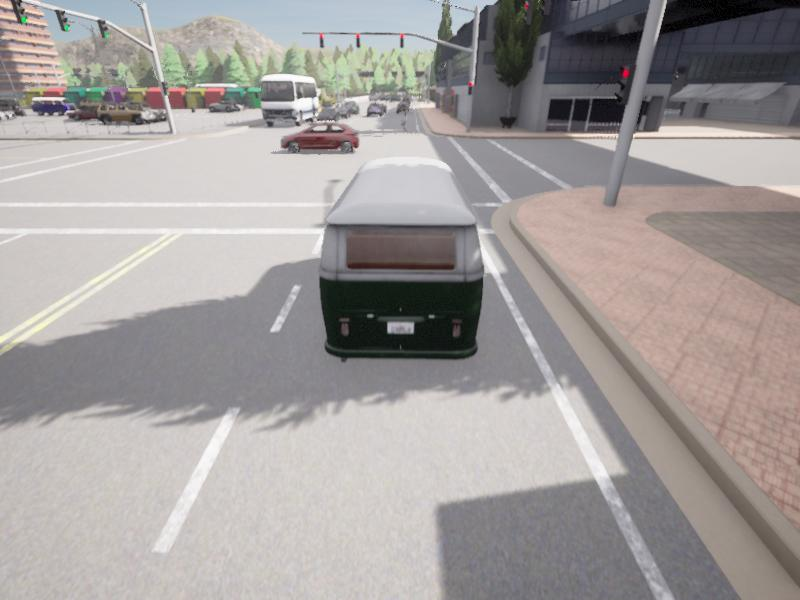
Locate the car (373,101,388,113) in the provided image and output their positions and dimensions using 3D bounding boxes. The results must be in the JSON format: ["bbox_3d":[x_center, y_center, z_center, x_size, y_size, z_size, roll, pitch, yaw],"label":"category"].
[{"bbox_3d":[-2.949,-29.147,60.403,1.970,1.475,3.806,1,28,1],"label":"car"}]

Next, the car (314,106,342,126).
[{"bbox_3d":[-7.064,-18.374,39.845,1.837,1.490,4.892,0,28,1],"label":"car"}]

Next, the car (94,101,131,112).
[{"bbox_3d":[-42.357,-28.549,58.988,3.905,1.438,1.784,0,28,0],"label":"car"}]

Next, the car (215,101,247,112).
[{"bbox_3d":[-24.890,-28.528,58.999,3.806,1.475,1.970,0,28,0],"label":"car"}]

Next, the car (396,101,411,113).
[{"bbox_3d":[0.545,-29.051,60.159,2.038,1.542,4.974,1,28,1],"label":"car"}]

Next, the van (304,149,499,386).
[{"bbox_3d":[0.059,-0.941,6.067,1.775,1.987,4.442,1,28,1],"label":"van"}]

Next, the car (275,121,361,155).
[{"bbox_3d":[-4.245,-8.683,21.384,4.193,1.474,1.816,-1,28,-2],"label":"car"}]

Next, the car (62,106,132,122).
[{"bbox_3d":[-31.327,-19.338,41.466,5.357,1.415,2.033,0,28,0],"label":"car"}]

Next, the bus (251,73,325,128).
[{"bbox_3d":[-10.448,-19.551,39.125,3.944,4.253,10.273,0,28,1],"label":"bus"}]

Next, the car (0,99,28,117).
[{"bbox_3d":[-48.756,-23.569,49.050,3.866,1.878,1.905,0,28,0],"label":"car"}]

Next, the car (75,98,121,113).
[{"bbox_3d":[-42.424,-27.391,56.325,4.605,1.855,1.932,0,28,0],"label":"car"}]

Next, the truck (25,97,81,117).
[{"bbox_3d":[-42.377,-23.658,49.004,4.478,2.038,2.069,0,28,0],"label":"truck"}]

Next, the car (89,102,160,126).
[{"bbox_3d":[-24.947,-16.940,36.380,4.605,1.855,1.932,0,28,0],"label":"car"}]

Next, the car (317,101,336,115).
[{"bbox_3d":[-10.108,-26.530,55.279,1.851,1.617,3.988,1,28,1],"label":"car"}]

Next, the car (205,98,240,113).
[{"bbox_3d":[-24.904,-27.395,56.323,3.866,1.878,1.905,0,28,0],"label":"car"}]

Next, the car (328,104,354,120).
[{"bbox_3d":[-6.856,-22.125,46.980,2.128,1.511,4.902,1,28,1],"label":"car"}]

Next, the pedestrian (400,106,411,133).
[{"bbox_3d":[0.404,-13.856,30.777,0.751,1.860,0.751,-4,28,-8],"label":"pedestrian"}]

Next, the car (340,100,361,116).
[{"bbox_3d":[-6.647,-25.873,53.823,2.097,1.767,4.553,1,28,1],"label":"car"}]

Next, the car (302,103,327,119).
[{"bbox_3d":[-10.309,-22.982,48.590,1.882,1.535,5.008,1,28,1],"label":"car"}]

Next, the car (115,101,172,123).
[{"bbox_3d":[-24.890,-18.282,38.945,3.866,1.878,1.905,0,28,0],"label":"car"}]

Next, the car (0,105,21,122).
[{"bbox_3d":[-42.354,-19.329,41.473,3.806,1.475,1.970,0,28,0],"label":"car"}]

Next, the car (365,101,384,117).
[{"bbox_3d":[-3.201,-24.805,51.966,2.033,1.649,4.856,1,28,1],"label":"car"}]
